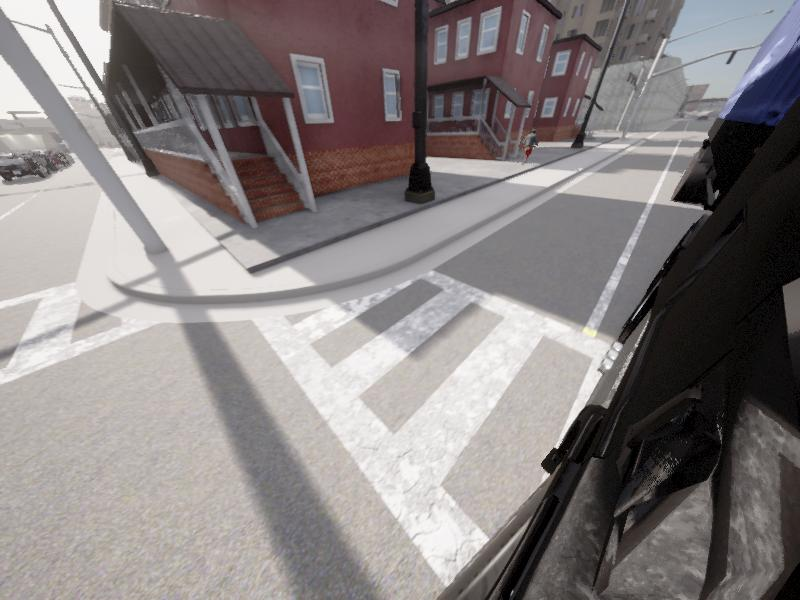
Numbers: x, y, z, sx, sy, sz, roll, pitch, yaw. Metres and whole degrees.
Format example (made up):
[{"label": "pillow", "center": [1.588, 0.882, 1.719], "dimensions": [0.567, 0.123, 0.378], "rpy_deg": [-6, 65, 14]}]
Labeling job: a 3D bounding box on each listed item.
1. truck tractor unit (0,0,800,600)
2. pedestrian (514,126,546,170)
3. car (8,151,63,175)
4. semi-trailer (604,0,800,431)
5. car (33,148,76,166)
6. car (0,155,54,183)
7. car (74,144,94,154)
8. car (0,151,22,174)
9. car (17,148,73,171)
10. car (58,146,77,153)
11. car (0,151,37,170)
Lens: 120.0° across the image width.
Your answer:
[{"label": "truck tractor unit", "center": [2.645, -0.295, 0.351], "dimensions": [6.516, 4.208, 3.053], "rpy_deg": [-28, 44, -30]}, {"label": "pedestrian", "center": [6.807, -7.988, 12.180], "dimensions": [0.751, 1.860, 0.751], "rpy_deg": [-28, 44, -30]}, {"label": "car", "center": [-33.608, -12.753, 21.428], "dimensions": [3.633, 1.501, 1.845], "rpy_deg": [29, 47, 35]}, {"label": "semi-trailer", "center": [8.401, -3.792, 4.499], "dimensions": [14.254, 4.402, 2.717], "rpy_deg": [-32, 46, -33]}, {"label": "car", "center": [-42.673, -17.775, 28.680], "dimensions": [2.007, 1.525, 4.514], "rpy_deg": [-32, 46, -33]}, {"label": "car", "center": [-29.126, -10.192, 17.810], "dimensions": [4.674, 1.442, 1.812], "rpy_deg": [29, 47, 35]}, {"label": "car", "center": [-73.331, -35.203, 53.691], "dimensions": [4.856, 1.649, 2.033], "rpy_deg": [29, 47, 35]}, {"label": "car", "center": [-39.287, -13.058, 22.064], "dimensions": [4.611, 1.667, 2.242], "rpy_deg": [29, 47, 35]}, {"label": "car", "center": [-37.841, -15.186, 24.812], "dimensions": [4.611, 1.667, 2.242], "rpy_deg": [30, 47, 36]}, {"label": "car", "center": [-83.375, -37.824, 57.998], "dimensions": [5.357, 1.411, 2.033], "rpy_deg": [29, 47, 35]}, {"label": "car", "center": [-44.925, -16.175, 26.698], "dimensions": [4.902, 1.511, 2.128], "rpy_deg": [29, 47, 35]}]
